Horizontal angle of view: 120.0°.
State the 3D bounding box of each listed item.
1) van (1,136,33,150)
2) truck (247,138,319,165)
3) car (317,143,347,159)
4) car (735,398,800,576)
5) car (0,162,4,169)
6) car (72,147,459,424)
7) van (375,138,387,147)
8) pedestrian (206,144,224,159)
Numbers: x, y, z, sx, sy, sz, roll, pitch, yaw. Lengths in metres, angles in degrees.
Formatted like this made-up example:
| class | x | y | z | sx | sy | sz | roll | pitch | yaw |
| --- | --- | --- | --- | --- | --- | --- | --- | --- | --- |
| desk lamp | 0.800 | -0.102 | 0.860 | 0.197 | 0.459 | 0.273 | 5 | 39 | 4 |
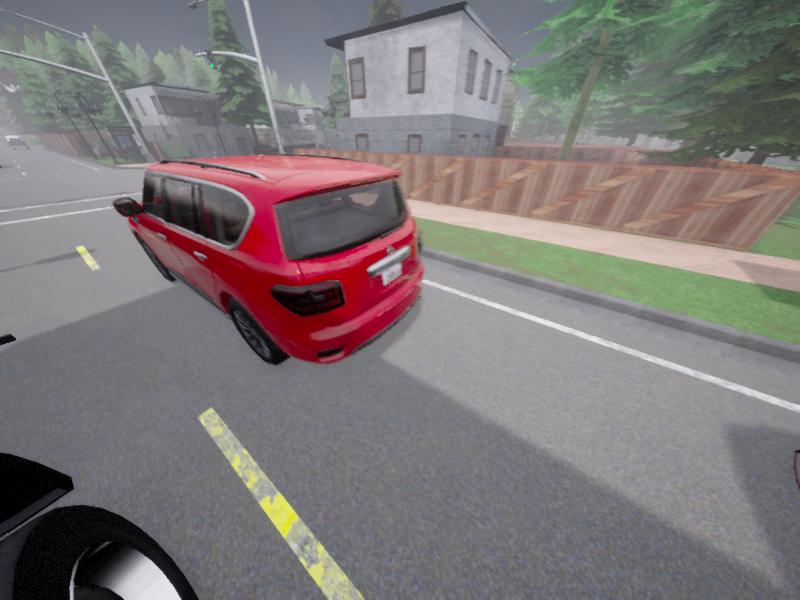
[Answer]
| class | x | y | z | sx | sy | sz | roll | pitch | yaw |
| --- | --- | --- | --- | --- | --- | --- | --- | --- | --- |
| van | -69.087 | -28.377 | 41.658 | 4.480 | 2.038 | 2.069 | 22 | 41 | 28 |
| truck | -11.651 | -15.397 | 23.750 | 2.390 | 2.098 | 6.274 | 16 | 38 | 21 |
| car | -8.576 | -19.101 | 29.519 | 1.845 | 1.501 | 3.633 | 12 | 37 | 16 |
| car | 4.276 | 1.868 | 0.116 | 4.181 | 1.385 | 1.994 | 22 | 41 | 28 |
| car | -33.739 | -11.197 | 18.250 | 4.181 | 1.385 | 1.994 | 22 | 41 | 28 |
| car | -2.272 | -1.084 | 3.645 | 5.566 | 2.045 | 2.150 | 22 | 41 | 28 |
| van | -5.523 | -45.548 | 66.617 | 1.775 | 1.987 | 4.442 | -15 | 38 | -21 |
| pedestrian | -19.629 | -15.734 | 24.537 | 0.751 | 1.300 | 0.751 | 9 | 36 | 12 |
